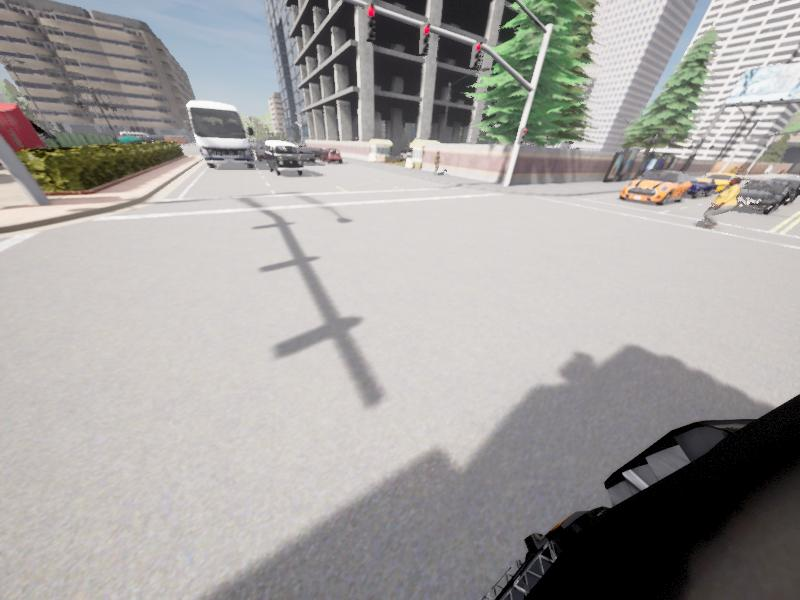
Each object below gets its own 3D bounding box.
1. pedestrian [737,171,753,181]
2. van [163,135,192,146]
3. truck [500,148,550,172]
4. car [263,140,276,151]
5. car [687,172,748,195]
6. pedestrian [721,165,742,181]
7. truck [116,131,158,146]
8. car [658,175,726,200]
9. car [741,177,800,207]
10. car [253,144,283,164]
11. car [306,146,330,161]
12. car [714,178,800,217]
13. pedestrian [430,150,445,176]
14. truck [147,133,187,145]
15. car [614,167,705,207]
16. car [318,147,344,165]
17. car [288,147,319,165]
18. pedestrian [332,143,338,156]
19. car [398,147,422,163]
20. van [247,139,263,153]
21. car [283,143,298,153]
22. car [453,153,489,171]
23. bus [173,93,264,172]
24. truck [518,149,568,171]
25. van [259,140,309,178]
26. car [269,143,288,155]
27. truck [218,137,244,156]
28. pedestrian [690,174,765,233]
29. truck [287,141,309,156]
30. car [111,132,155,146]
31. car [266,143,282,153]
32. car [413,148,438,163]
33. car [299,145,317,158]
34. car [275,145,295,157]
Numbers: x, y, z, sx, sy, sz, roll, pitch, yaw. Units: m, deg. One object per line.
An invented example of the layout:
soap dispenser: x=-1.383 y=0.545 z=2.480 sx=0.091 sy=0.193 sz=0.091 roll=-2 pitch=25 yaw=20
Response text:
pedestrian: x=55.350 y=-19.940 z=37.112 sx=0.751 sy=1.300 sz=0.751 roll=-12 pitch=36 yaw=-21
van: x=-53.771 y=-38.633 z=55.953 sx=4.442 sy=1.987 sz=1.775 roll=-16 pitch=38 yaw=-26
truck: x=17.500 y=-19.887 z=32.726 sx=2.615 sy=2.467 sz=5.204 roll=-16 pitch=38 yaw=-26
car: x=-29.505 y=-34.987 z=52.183 sx=1.932 sy=1.855 sz=4.605 roll=-16 pitch=38 yaw=-26
car: x=27.932 y=-10.308 z=20.293 sx=5.008 sy=1.535 sz=1.882 roll=-16 pitch=38 yaw=-26
pedestrian: x=46.212 y=-17.661 z=32.181 sx=0.751 sy=1.860 sz=0.751 roll=-13 pitch=37 yaw=-23
truck: x=-50.064 y=-30.791 z=44.114 sx=4.478 sy=2.038 sz=2.069 roll=-16 pitch=38 yaw=-26
car: x=21.921 y=-8.516 z=17.342 sx=4.718 sy=1.301 sz=1.895 roll=-16 pitch=38 yaw=-26
car: x=26.870 y=-7.756 z=16.413 sx=4.892 sy=1.490 sz=1.837 roll=-16 pitch=38 yaw=-26
car: x=-15.085 y=-16.695 z=26.297 sx=2.152 sy=1.651 sz=5.027 roll=-16 pitch=38 yaw=-26
car: x=-11.893 y=-21.197 z=33.390 sx=1.882 sy=1.535 sz=5.008 roll=-16 pitch=38 yaw=-26
car: x=20.625 y=-5.995 z=13.272 sx=4.892 sy=1.490 sz=1.837 roll=-16 pitch=38 yaw=-26
pedestrian: x=3.074 y=-11.375 z=19.212 sx=0.751 sy=1.860 sz=0.751 roll=-8 pitch=35 yaw=-16
truck: x=-57.606 y=-39.830 z=57.342 sx=6.274 sy=2.098 sz=2.390 roll=-16 pitch=38 yaw=-26
car: x=15.864 y=-7.015 z=14.155 sx=4.553 sy=1.767 sz=2.097 roll=-16 pitch=38 yaw=-26
car: x=-8.566 y=-17.952 z=28.715 sx=1.851 sy=1.617 sz=3.988 roll=-16 pitch=38 yaw=-26
car: x=-11.119 y=-16.572 z=26.529 sx=2.128 sy=1.511 sz=4.902 roll=-16 pitch=38 yaw=-26
pedestrian: x=-12.175 y=-28.070 z=43.086 sx=0.751 sy=1.860 sz=0.751 roll=-16 pitch=38 yaw=-26
car: x=1.531 y=-22.605 z=36.011 sx=1.905 sy=1.878 sz=3.866 roll=-16 pitch=38 yaw=-26
van: x=-27.054 y=-28.664 z=43.000 sx=1.775 sy=1.987 sz=4.442 roll=-16 pitch=38 yaw=-26
car: x=-23.737 y=-32.933 z=49.988 sx=1.930 sy=1.638 sz=5.238 roll=-16 pitch=38 yaw=-26
car: x=8.903 y=-17.490 z=29.221 sx=1.851 sy=1.617 sz=3.988 roll=-16 pitch=38 yaw=-26
bus: x=-14.926 y=-13.974 z=19.846 sx=3.944 sy=4.253 sz=10.273 roll=-16 pitch=38 yaw=-26
truck: x=21.232 y=-20.943 z=34.608 sx=2.615 sy=2.467 sz=5.204 roll=-16 pitch=38 yaw=-26
van: x=-8.575 y=-10.405 z=16.979 sx=2.069 sy=2.038 sz=4.480 roll=-19 pitch=40 yaw=-30
car: x=-21.814 y=-27.180 z=41.514 sx=2.152 sy=1.651 sz=5.027 roll=-16 pitch=38 yaw=-26
truck: x=-24.875 y=-22.718 z=34.137 sx=2.390 sy=2.098 sz=6.274 roll=-16 pitch=38 yaw=-26
pedestrian: x=11.912 y=-3.542 z=8.499 sx=0.751 sy=1.860 sz=0.751 roll=-24 pitch=42 yaw=-35
truck: x=-19.184 y=-28.641 z=43.488 sx=2.390 sy=2.098 sz=6.274 roll=-16 pitch=38 yaw=-26
car: x=-48.567 y=-29.286 z=42.142 sx=4.605 sy=1.855 sz=1.932 roll=-16 pitch=38 yaw=-26
car: x=-25.700 y=-30.973 z=46.991 sx=2.007 sy=1.525 sz=4.514 roll=-16 pitch=38 yaw=-26
car: x=4.078 y=-23.325 z=37.295 sx=1.905 sy=1.878 sz=3.866 roll=-16 pitch=38 yaw=-26
car: x=-15.292 y=-24.564 z=38.164 sx=1.789 sy=1.549 sz=3.705 roll=-16 pitch=38 yaw=-26
car: x=-18.185 y=-23.489 z=36.486 sx=1.994 sy=1.385 sz=4.181 roll=-16 pitch=38 yaw=-26
